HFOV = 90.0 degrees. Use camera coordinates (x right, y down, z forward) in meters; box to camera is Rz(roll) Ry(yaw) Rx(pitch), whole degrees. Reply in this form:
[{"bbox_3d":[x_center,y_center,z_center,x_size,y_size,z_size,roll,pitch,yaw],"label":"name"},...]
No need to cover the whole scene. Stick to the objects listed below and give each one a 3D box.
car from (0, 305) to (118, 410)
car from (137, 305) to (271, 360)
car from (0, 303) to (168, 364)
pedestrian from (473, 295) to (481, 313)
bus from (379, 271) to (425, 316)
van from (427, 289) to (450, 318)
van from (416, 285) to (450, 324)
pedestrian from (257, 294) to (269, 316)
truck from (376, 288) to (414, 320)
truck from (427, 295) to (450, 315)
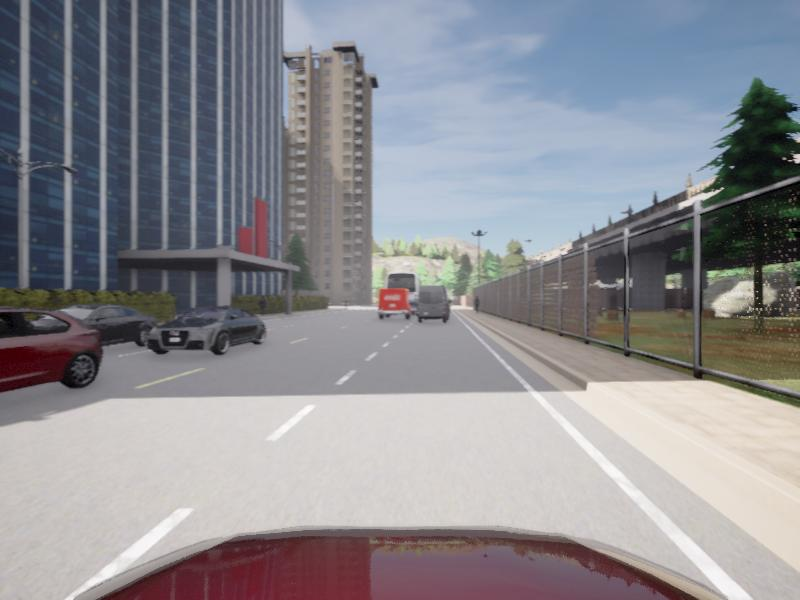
[{"bbox_3d":[-6.612,0.839,5.814,1.816,1.474,4.193,0,0,6],"label":"car"},{"bbox_3d":[-5.922,0.885,12.780,1.994,1.385,4.181,0,0,5],"label":"car"},{"bbox_3d":[-9.489,0.843,12.197,1.812,1.442,4.674,0,0,6],"label":"car"},{"bbox_3d":[8.145,0.449,42.398,0.751,1.860,0.751,0,0,2],"label":"pedestrian"},{"bbox_3d":[0.517,-0.582,43.009,3.944,4.253,10.273,0,0,6],"label":"bus"},{"bbox_3d":[3.619,0.286,37.629,1.988,2.561,5.915,0,0,6],"label":"van"},{"bbox_3d":[2.515,0.293,29.324,1.988,2.561,5.915,0,0,9],"label":"van"},{"bbox_3d":[-12.045,0.428,35.089,0.751,1.860,0.751,0,0,5],"label":"pedestrian"},{"bbox_3d":[-0.321,0.316,33.455,2.627,2.467,5.204,0,0,6],"label":"truck"},{"bbox_3d":[4.456,0.497,46.005,2.390,2.098,6.274,0,0,6],"label":"truck"}]
